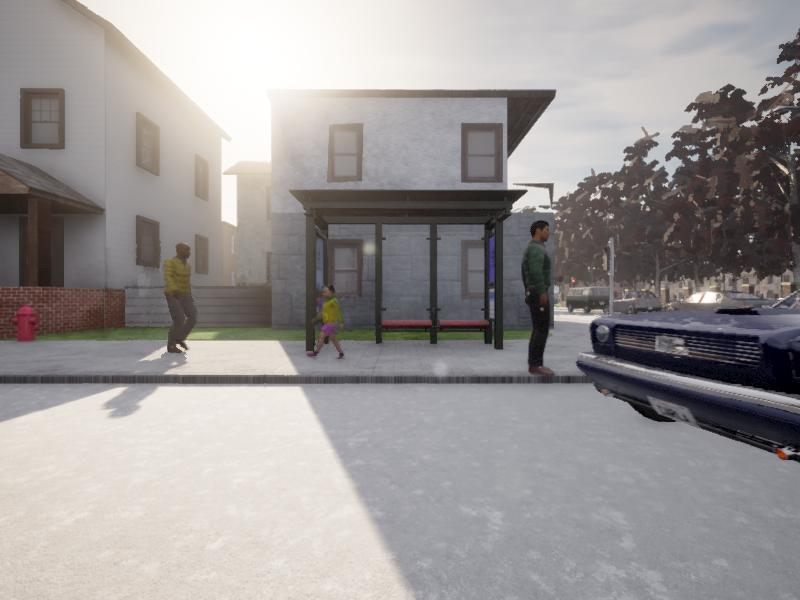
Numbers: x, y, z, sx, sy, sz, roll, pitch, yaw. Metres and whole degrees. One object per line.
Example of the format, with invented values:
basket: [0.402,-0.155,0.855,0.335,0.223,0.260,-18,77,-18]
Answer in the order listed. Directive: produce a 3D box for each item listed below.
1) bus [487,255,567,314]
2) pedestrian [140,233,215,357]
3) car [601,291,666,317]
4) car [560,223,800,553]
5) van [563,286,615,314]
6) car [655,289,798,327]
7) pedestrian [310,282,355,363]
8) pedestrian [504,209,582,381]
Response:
bus: [10.319,-1.136,34.112,3.944,4.253,10.273,0,0,2]
pedestrian: [-3.574,-0.075,6.474,0.751,1.860,0.751,0,0,13]
car: [14.191,0.227,24.569,1.845,1.501,3.633,0,0,-1]
car: [3.788,0.343,2.707,4.718,1.301,1.895,0,0,-9]
van: [14.270,-0.001,30.576,1.775,1.987,4.442,0,0,-2]
car: [13.943,0.295,17.675,2.033,1.411,5.357,0,0,2]
pedestrian: [-0.985,0.305,5.790,0.500,1.100,0.500,0,0,-31]
pedestrian: [1.661,-0.054,4.767,0.751,1.860,0.751,0,0,9]
